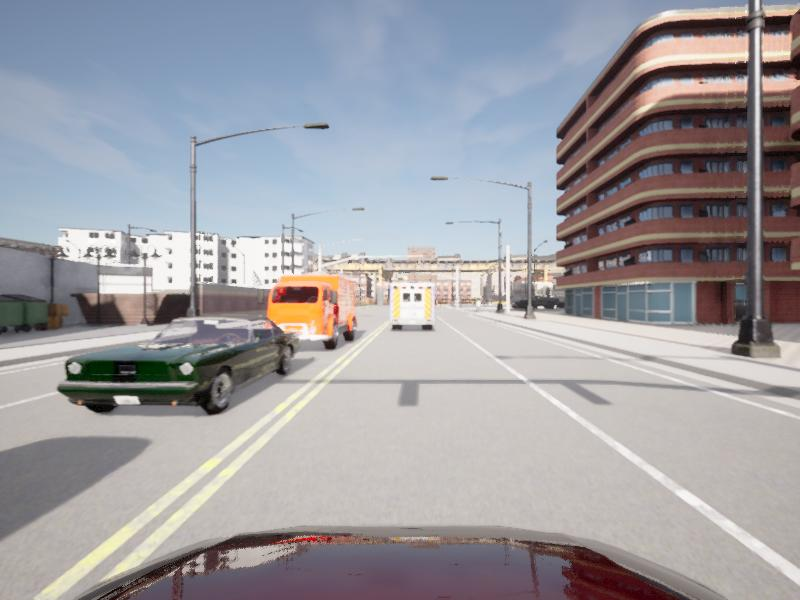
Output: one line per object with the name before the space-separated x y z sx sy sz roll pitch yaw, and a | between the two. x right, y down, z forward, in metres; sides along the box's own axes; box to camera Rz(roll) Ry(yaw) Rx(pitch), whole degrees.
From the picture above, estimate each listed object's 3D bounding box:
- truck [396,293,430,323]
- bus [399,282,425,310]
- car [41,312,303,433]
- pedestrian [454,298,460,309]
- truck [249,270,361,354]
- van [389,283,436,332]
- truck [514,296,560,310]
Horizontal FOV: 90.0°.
truck | 0.988 0.550 31.271 2.390 2.098 6.274 0 0 2
bus | 2.023 -0.561 65.760 3.944 4.253 10.273 0 -1 2
car | -3.332 0.944 7.188 1.895 1.301 4.718 0 0 2
pedestrian | 9.309 0.606 65.730 0.751 1.860 0.751 0 0 -17
truck | -3.083 0.359 14.489 2.627 2.467 5.204 0 0 2
van | 0.712 0.384 23.036 2.351 2.431 6.366 0 0 2
truck | 21.266 0.409 62.411 6.274 2.098 2.390 -1 0 3
